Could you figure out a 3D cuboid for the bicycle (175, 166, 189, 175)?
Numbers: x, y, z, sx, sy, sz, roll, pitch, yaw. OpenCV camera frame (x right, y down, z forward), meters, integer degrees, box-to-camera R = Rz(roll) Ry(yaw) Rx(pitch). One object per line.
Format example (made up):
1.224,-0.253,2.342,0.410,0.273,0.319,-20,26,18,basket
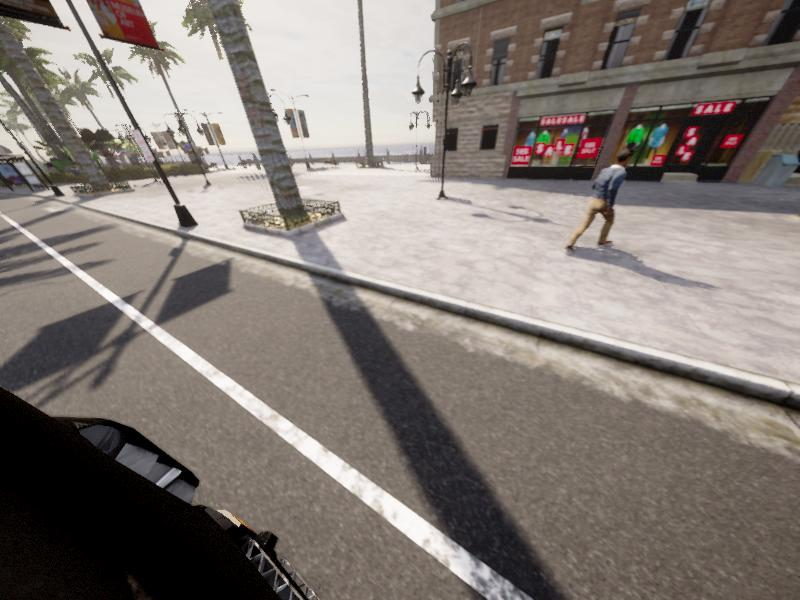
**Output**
-28.876,-17.154,30.613,1.643,1.024,0.373,16,38,25,bicycle

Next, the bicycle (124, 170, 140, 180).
-31.341,-14.639,27.022,1.643,1.024,0.373,16,38,25,bicycle

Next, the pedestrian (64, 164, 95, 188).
-29.375,-11.403,21.203,0.751,1.860,0.751,11,36,20,pedestrian

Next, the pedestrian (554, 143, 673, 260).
3.821,-1.806,4.354,0.751,1.860,0.751,-6,34,-5,pedestrian

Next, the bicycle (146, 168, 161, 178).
-30.355,-15.645,28.458,1.643,1.024,0.373,16,38,25,bicycle
